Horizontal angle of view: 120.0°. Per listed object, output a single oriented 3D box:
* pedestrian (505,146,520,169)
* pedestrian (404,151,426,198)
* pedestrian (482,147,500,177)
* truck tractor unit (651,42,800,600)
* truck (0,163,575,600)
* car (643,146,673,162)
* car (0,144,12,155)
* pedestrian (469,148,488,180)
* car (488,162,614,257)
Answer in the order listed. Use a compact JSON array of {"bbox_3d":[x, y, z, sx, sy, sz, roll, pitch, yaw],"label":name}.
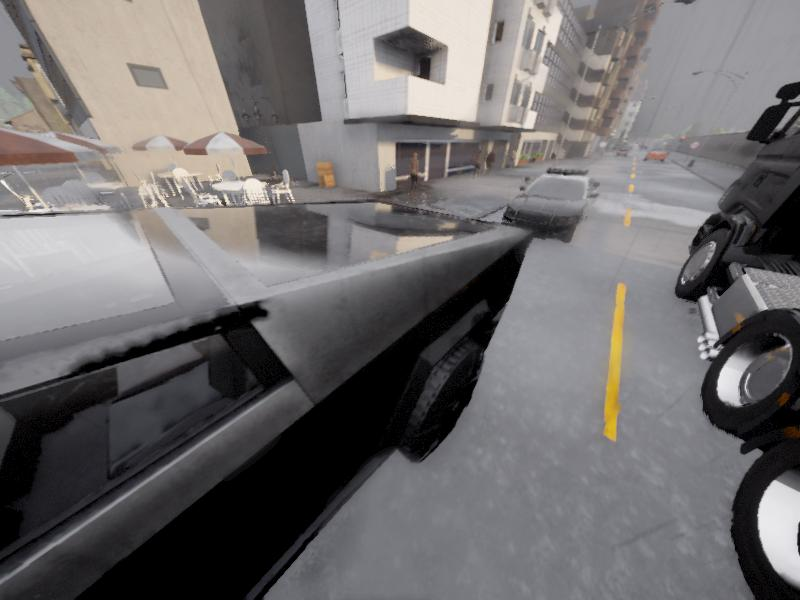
[{"bbox_3d":[10.911,-13.776,22.375,0.751,1.860,0.751,19,39,26],"label":"pedestrian"},{"bbox_3d":[0.695,-5.989,11.019,0.751,1.860,0.751,20,39,26],"label":"pedestrian"},{"bbox_3d":[6.953,-10.566,17.702,0.751,1.860,0.751,21,39,27],"label":"pedestrian"},{"bbox_3d":[4.699,-0.584,1.195,3.053,4.208,6.516,26,42,33],"label":"truck tractor unit"},{"bbox_3d":[-1.701,0.778,1.104,2.390,2.098,6.274,27,43,35],"label":"truck"},{"bbox_3d":[36.192,-20.600,32.575,2.097,1.767,4.553,26,42,32],"label":"car"},{"bbox_3d":[-83.899,-31.482,48.236,4.605,1.855,1.932,26,42,32],"label":"car"},{"bbox_3d":[5.419,-9.409,16.012,0.751,1.860,0.751,21,39,27],"label":"pedestrian"},{"bbox_3d":[4.974,-3.225,7.335,1.930,1.638,5.238,26,42,32],"label":"car"}]
